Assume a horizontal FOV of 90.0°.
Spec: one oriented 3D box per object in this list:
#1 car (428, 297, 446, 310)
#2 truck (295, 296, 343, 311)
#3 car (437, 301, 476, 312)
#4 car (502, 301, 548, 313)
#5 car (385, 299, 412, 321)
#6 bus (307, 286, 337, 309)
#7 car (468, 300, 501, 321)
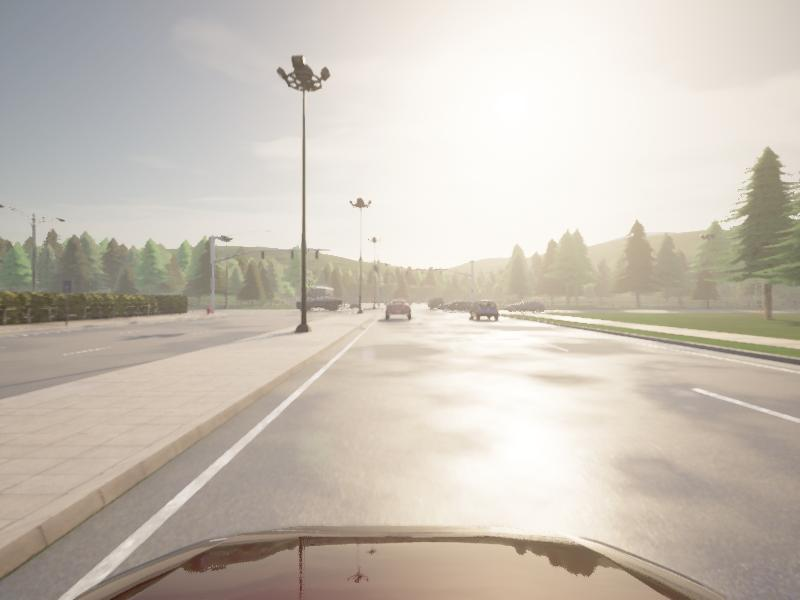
[{"bbox_3d":[6.175,0.568,67.357,2.150,2.045,5.566,0,0,-2],"label":"car"},{"bbox_3d":[-11.587,0.542,57.136,6.274,2.098,2.390,0,0,7],"label":"truck"},{"bbox_3d":[7.369,0.846,52.448,4.892,1.490,1.837,0,0,-1],"label":"car"},{"bbox_3d":[15.237,0.837,48.949,4.902,1.511,2.128,0,0,-1],"label":"car"},{"bbox_3d":[-0.134,0.781,33.475,2.152,1.651,5.027,0,0,0],"label":"car"},{"bbox_3d":[-15.319,-0.538,79.495,3.944,4.253,10.273,0,0,0],"label":"bus"},{"bbox_3d":[6.871,0.788,33.049,1.851,1.617,3.988,0,0,0],"label":"car"}]
